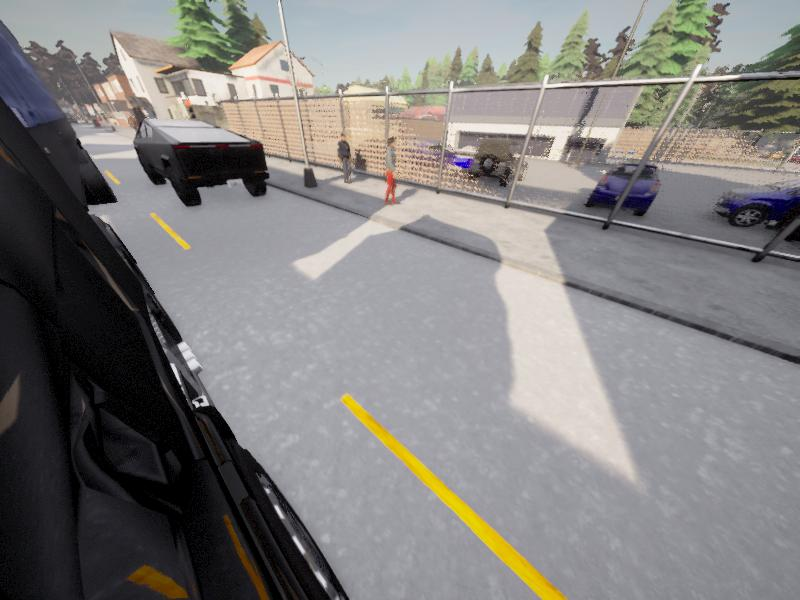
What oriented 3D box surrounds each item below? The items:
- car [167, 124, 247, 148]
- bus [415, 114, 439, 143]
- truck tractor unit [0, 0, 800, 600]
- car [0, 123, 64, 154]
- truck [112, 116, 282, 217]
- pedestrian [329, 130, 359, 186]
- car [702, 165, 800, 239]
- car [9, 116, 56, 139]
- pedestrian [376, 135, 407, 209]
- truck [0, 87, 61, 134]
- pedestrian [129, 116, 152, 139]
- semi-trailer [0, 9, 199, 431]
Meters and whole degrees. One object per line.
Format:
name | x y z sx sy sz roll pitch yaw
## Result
car | -17.771 -15.327 21.603 1.930 1.638 5.238 32 46 33
bus | 5.394 -35.997 48.580 3.944 4.253 10.273 2 37 -1
truck tractor unit | -2.645 -0.295 0.351 6.516 4.208 3.053 28 44 30
car | -24.125 -10.587 15.073 4.181 1.385 1.994 28 44 30
truck | -7.121 -4.927 8.022 6.274 2.098 2.390 28 44 30
pedestrian | -2.260 -5.800 9.494 0.751 1.860 0.751 -24 44 -31
car | 12.187 -2.739 6.714 3.705 1.547 1.789 28 44 30
car | -35.263 -16.622 22.241 3.705 1.549 1.789 28 44 29
pedestrian | -0.253 -3.885 7.068 0.751 1.860 0.751 7 37 6
truck | -43.564 -21.971 26.953 8.468 3.827 2.891 28 44 30
pedestrian | -27.301 -18.163 24.352 0.751 1.860 0.751 -17 41 -25
semi-trailer | -8.542 -3.713 4.367 14.254 4.402 2.717 30 45 31
